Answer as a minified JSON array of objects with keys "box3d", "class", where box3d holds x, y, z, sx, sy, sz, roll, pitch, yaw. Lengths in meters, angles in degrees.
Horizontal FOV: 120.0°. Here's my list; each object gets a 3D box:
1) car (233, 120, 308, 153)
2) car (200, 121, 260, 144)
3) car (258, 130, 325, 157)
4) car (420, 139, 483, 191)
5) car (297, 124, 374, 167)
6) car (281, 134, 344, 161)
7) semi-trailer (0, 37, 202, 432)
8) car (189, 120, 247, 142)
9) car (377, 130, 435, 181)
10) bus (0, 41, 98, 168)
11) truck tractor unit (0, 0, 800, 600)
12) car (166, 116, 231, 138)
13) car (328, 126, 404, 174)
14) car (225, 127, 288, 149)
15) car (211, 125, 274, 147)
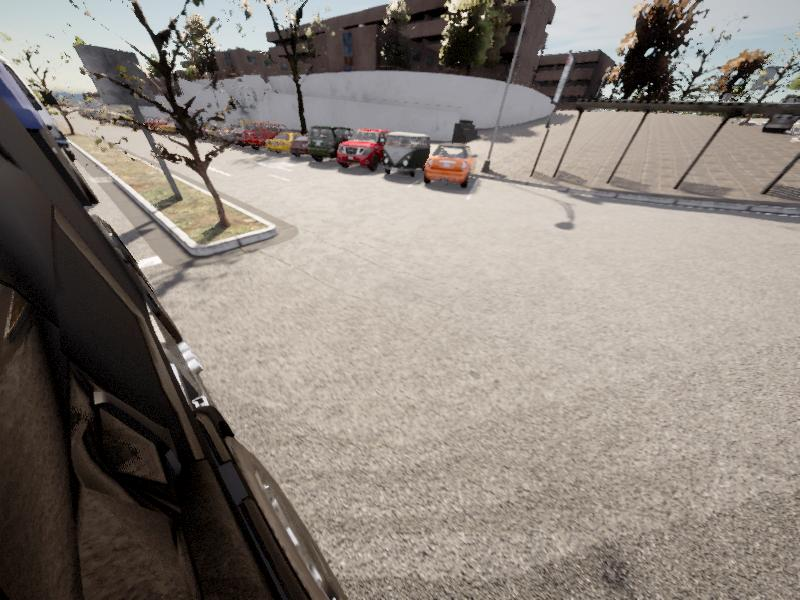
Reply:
[{"box3d":[-11.162,-14.600,20.642,2.435,2.045,5.566,13,37,13],"class":"car"},{"box3d":[-18.177,-18.121,25.043,2.185,1.767,4.553,14,37,13],"class":"car"},{"box3d":[-8.785,-13.275,19.467,1.946,1.575,5.366,13,37,13],"class":"car"},{"box3d":[2.799,-7.143,11.934,2.185,1.767,4.553,14,37,14],"class":"car"},{"box3d":[-4.151,-10.959,16.302,2.435,2.045,5.566,14,37,14],"class":"car"},{"box3d":[-6.513,-11.924,17.900,2.002,1.452,4.674,14,37,14],"class":"car"},{"box3d":[-8.728,-3.599,4.174,14.254,4.402,2.717,28,43,29],"class":"semi-trailer"},{"box3d":[-20.544,-19.292,26.439,2.185,1.767,4.553,13,37,14],"class":"car"},{"box3d":[0.466,-8.412,13.285,1.878,1.987,4.442,14,38,13],"class":"car"},{"box3d":[-21.007,-10.065,12.038,10.273,4.253,3.944,27,43,29],"class":"bus"},{"box3d":[-2.645,-0.295,0.352,6.516,4.208,3.053,28,44,30],"class":"truck tractor unit"},{"box3d":[-25.201,-21.830,29.304,2.435,2.045,5.566,13,37,14],"class":"car"},{"box3d":[-1.829,-9.705,14.800,2.435,2.045,5.566,14,37,13],"class":"car"},{"box3d":[-13.517,-15.584,22.251,2.163,1.488,4.792,13,37,13],"class":"car"},{"box3d":[-15.853,-16.799,23.656,2.231,1.521,4.892,14,37,13],"class":"car"}]
